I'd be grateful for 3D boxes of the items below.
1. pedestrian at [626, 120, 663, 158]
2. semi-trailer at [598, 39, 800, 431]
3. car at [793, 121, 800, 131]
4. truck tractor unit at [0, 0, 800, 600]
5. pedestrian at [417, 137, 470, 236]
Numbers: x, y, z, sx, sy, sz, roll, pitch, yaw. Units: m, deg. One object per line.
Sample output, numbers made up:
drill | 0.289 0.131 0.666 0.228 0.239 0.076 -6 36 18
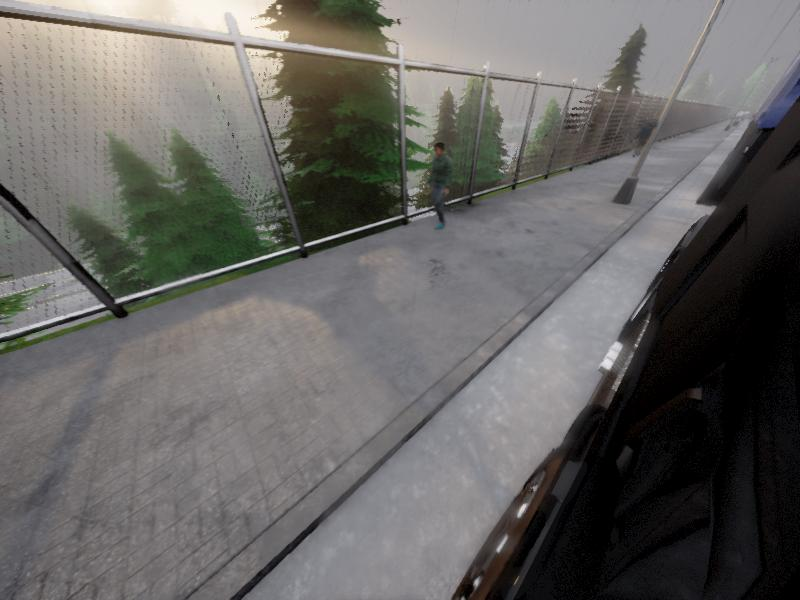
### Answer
pedestrian | 14.965 -9.865 14.195 0.751 1.860 0.751 -27 43 -29
semi-trailer | 8.695 -3.600 4.242 14.254 4.402 2.717 -28 43 -30
car | 51.095 -21.830 28.511 3.806 1.475 1.970 -28 43 -30
truck tractor unit | 2.645 -0.295 0.351 6.516 4.208 3.053 -28 44 -30
pedestrian | 0.923 -2.543 5.248 0.751 1.860 0.751 -28 44 -30
